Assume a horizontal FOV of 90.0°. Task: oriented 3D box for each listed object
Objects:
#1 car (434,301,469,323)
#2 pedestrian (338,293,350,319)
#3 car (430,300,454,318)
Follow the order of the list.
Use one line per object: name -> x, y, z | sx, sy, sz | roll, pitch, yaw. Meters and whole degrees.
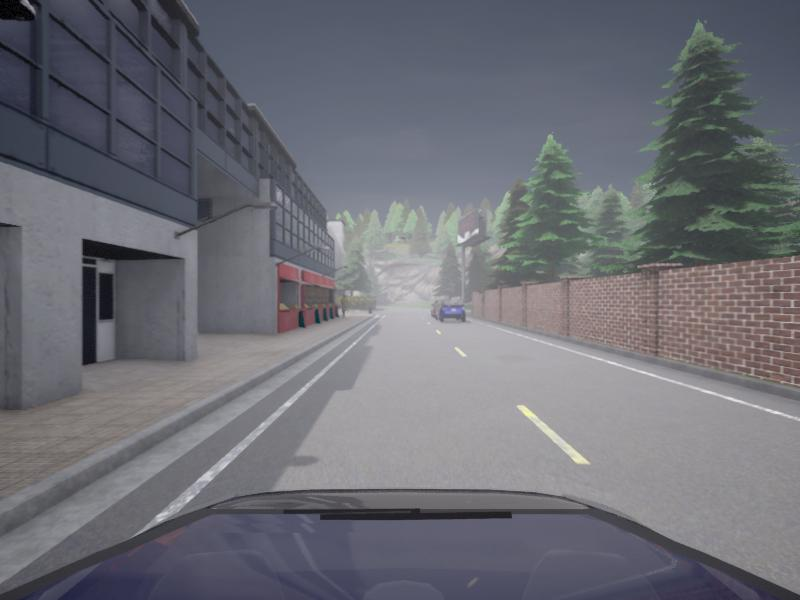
car -> 3.687, 0.803, 29.497 | 2.007, 1.525, 4.514 | 0, 0, 0
pedestrian -> -4.031, 0.460, 28.912 | 0.751, 1.860, 0.751 | 0, 0, -1
car -> 3.727, 0.785, 35.914 | 1.789, 1.549, 3.705 | 0, 0, 0
